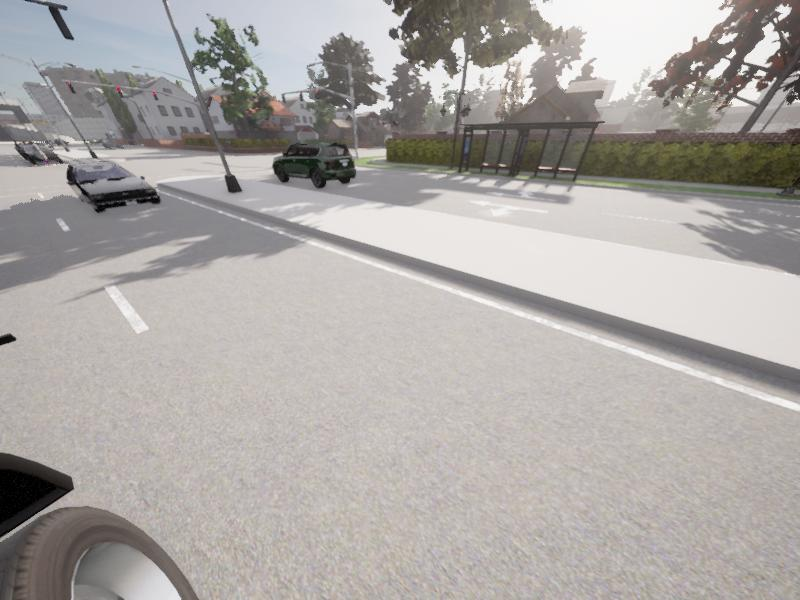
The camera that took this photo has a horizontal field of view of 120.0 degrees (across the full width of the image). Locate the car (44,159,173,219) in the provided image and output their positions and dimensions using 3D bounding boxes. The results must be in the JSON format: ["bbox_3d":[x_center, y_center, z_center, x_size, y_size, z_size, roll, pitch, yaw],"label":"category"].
[{"bbox_3d":[-11.670,-4.622,9.202,5.357,1.411,2.033,22,41,28],"label":"car"}]

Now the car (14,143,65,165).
[{"bbox_3d":[-35.840,-14.568,22.962,5.238,1.638,1.930,22,40,27],"label":"car"}]

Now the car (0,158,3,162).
[{"bbox_3d":[-43.911,-15.465,23.973,4.605,1.855,1.932,23,41,27],"label":"car"}]

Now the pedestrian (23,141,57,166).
[{"bbox_3d":[-31.896,-12.972,20.487,0.751,1.860,0.751,18,39,24],"label":"pedestrian"}]

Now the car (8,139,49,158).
[{"bbox_3d":[-46.873,-19.127,29.153,3.866,1.878,1.905,22,41,28],"label":"car"}]

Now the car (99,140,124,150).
[{"bbox_3d":[-60.852,-32.780,48.690,5.027,1.651,2.152,22,41,28],"label":"car"}]

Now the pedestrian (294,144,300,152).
[{"bbox_3d":[-17.661,-26.028,39.530,0.500,1.100,0.500,23,41,29],"label":"pedestrian"}]

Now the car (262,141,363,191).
[{"bbox_3d":[-5.025,-7.816,13.213,5.566,2.045,2.150,22,41,28],"label":"car"}]

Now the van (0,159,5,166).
[{"bbox_3d":[-38.049,-13.145,20.580,4.480,2.038,2.069,22,41,28],"label":"van"}]

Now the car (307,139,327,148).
[{"bbox_3d":[-18.199,-34.247,50.572,3.806,1.475,1.970,22,41,28],"label":"car"}]

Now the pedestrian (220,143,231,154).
[{"bbox_3d":[-26.362,-22.954,34.930,0.751,1.300,0.751,27,43,32],"label":"pedestrian"}]

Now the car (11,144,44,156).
[{"bbox_3d":[-52.247,-21.067,32.391,4.718,1.301,1.895,22,41,28],"label":"car"}]

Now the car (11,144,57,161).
[{"bbox_3d":[-41.651,-16.839,26.291,4.792,1.488,2.163,22,41,28],"label":"car"}]

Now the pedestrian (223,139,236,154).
[{"bbox_3d":[-24.753,-22.325,33.565,0.751,1.860,0.751,-29,45,-35],"label":"pedestrian"}]
